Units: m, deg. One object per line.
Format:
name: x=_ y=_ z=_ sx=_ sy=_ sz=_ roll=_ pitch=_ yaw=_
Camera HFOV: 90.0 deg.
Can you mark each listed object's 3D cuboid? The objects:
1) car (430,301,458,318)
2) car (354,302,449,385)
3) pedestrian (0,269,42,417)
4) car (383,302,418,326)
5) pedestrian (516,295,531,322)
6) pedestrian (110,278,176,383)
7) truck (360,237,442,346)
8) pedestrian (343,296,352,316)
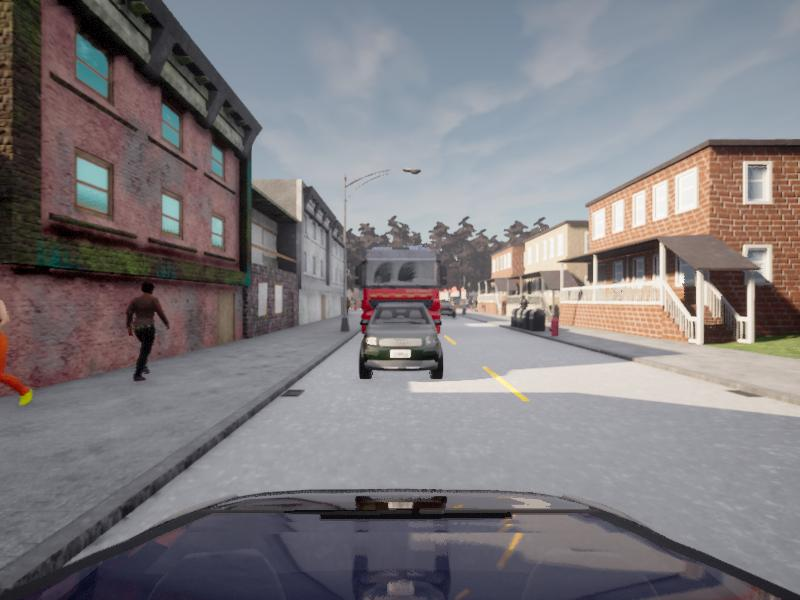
car: x=4.072 y=0.869 z=37.903 sx=2.038 sy=1.542 sz=4.974 roll=0 pitch=0 yaw=0
car: x=0.023 y=0.829 z=9.365 sx=1.789 sy=1.549 sz=3.705 roll=0 pitch=0 yaw=0
pedestrian: x=-5.413 y=0.540 z=5.253 sx=0.751 sy=1.860 sz=0.751 roll=0 pitch=0 yaw=3
car: x=0.053 y=0.882 z=27.029 sx=2.163 sy=1.488 sz=4.792 roll=0 pitch=0 yaw=0
pedestrian: x=8.689 y=0.565 z=28.153 sx=0.751 sy=1.860 sz=0.751 roll=0 pitch=0 yaw=-2
pedestrian: x=-4.746 y=0.543 z=7.446 sx=0.751 sy=1.860 sz=0.751 roll=0 pitch=0 yaw=-2
truck: x=0.035 y=-0.299 z=18.305 sx=2.891 sy=3.827 sz=8.468 roll=0 pitch=0 yaw=0
pedestrian: x=-4.992 y=0.576 z=37.858 sx=0.751 sy=1.860 sz=0.751 roll=0 pitch=0 yaw=1
